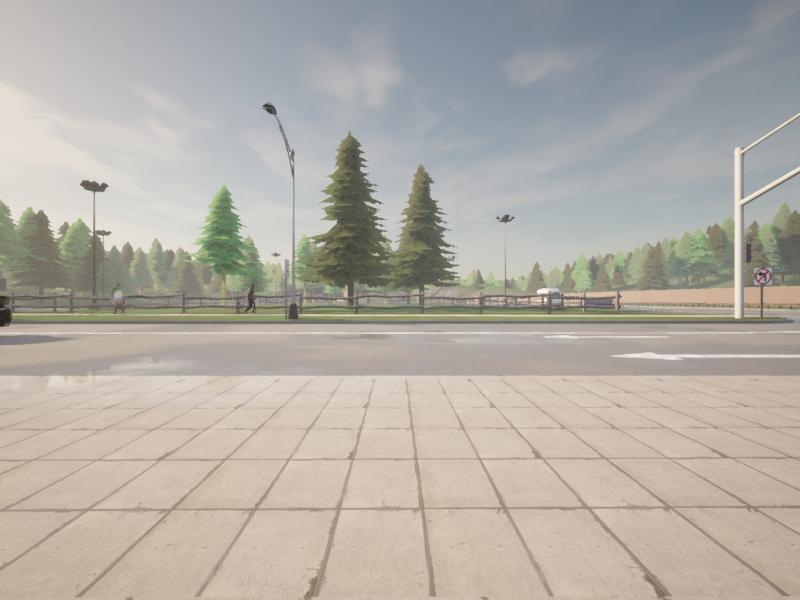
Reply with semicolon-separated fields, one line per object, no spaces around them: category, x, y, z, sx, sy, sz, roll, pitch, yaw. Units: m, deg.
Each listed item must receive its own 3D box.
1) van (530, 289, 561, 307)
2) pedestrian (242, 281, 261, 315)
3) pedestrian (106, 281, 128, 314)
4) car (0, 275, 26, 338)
van;21.120;-0.278;58.299;1.988;2.561;5.915;1;0;-3
pedestrian;-8.271;-0.115;22.349;0.751;1.860;0.751;0;0;4
pedestrian;-16.247;-0.115;22.963;0.751;1.860;0.751;0;0;3
car;-13.033;0.171;10.176;5.238;1.638;1.930;0;0;0
